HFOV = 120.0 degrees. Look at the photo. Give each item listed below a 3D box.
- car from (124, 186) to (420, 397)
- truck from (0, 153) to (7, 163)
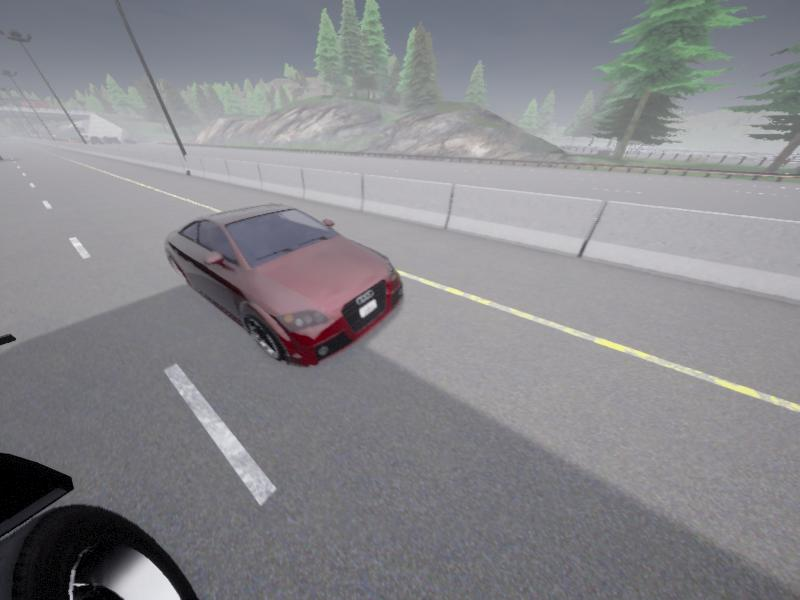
[{"bbox_3d":[-2.025,-0.706,3.698,4.181,1.385,1.994,22,41,28],"label":"car"},{"bbox_3d":[-40.968,-14.584,22.024,5.204,2.467,2.627,22,41,28],"label":"truck"}]
